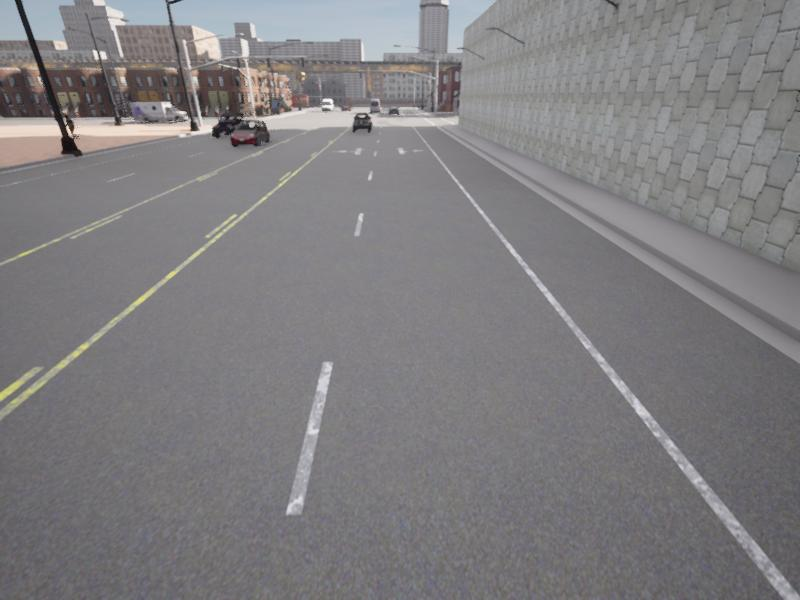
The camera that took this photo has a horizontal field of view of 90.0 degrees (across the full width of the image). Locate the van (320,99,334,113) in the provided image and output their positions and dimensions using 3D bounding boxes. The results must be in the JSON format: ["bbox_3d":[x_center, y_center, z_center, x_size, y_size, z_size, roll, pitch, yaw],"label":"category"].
[{"bbox_3d":[-15.568,-41.697,85.868,1.988,2.561,5.915,-1,27,-2],"label":"van"}]

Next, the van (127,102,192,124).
[{"bbox_3d":[-30.656,-23.955,51.223,6.366,2.431,2.351,-1,27,-1],"label":"van"}]

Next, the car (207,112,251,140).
[{"bbox_3d":[-13.999,-14.452,33.072,1.905,1.878,3.866,-1,27,-1],"label":"car"}]

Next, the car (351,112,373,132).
[{"bbox_3d":[-3.689,-17.533,39.385,1.851,1.617,3.988,-1,27,-1],"label":"car"}]

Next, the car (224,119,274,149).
[{"bbox_3d":[-10.284,-11.493,27.558,1.851,1.617,3.988,-1,27,-1],"label":"car"}]

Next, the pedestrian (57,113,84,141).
[{"bbox_3d":[-24.310,-12.765,29.554,0.751,1.860,0.751,7,28,13],"label":"pedestrian"}]

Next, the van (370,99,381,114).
[{"bbox_3d":[-4.925,-39.013,80.544,1.988,2.561,5.915,0,27,-1],"label":"van"}]

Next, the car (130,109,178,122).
[{"bbox_3d":[-33.435,-25.095,54.484,4.902,1.511,2.128,-1,27,-1],"label":"car"}]
